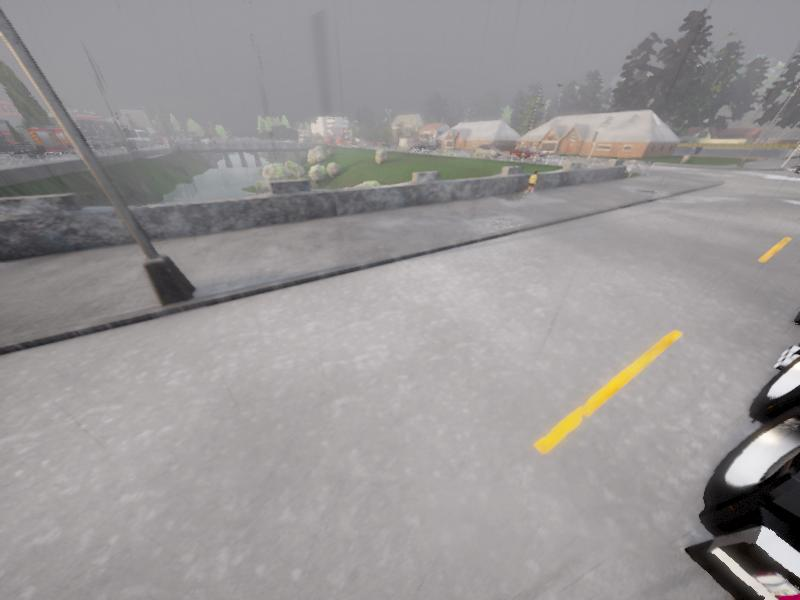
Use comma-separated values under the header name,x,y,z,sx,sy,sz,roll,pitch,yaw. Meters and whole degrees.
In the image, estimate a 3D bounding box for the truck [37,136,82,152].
name,x,y,z,sx,sy,sz,roll,pitch,yaw
truck,-66.912,-30.903,45.595,2.627,2.467,5.204,-17,39,-24

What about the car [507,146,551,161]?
name,x,y,z,sx,sy,sz,roll,pitch,yaw
car,17.743,-20.436,32.198,1.882,1.535,5.008,-17,38,-23

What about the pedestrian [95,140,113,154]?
name,x,y,z,sx,sy,sz,roll,pitch,yaw
pedestrian,-45.516,-23.581,35.597,0.751,1.860,0.751,-14,37,-20

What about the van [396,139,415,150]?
name,x,y,z,sx,sy,sz,roll,pitch,yaw
van,1.325,-42.379,62.789,2.351,2.431,6.366,-17,39,-24

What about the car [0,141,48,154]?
name,x,y,z,sx,sy,sz,roll,pitch,yaw
car,-61.497,-24.986,37.874,1.930,1.638,5.238,-17,39,-24

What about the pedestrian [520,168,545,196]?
name,x,y,z,sx,sy,sz,roll,pitch,yaw
pedestrian,6.151,-5.483,10.758,0.500,1.100,0.500,-18,39,-24

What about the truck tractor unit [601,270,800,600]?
name,x,y,z,sx,sy,sz,roll,pitch,yaw
truck tractor unit,5.120,-0.290,0.773,6.516,4.208,3.053,-18,39,-24

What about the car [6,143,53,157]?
name,x,y,z,sx,sy,sz,roll,pitch,yaw
car,-54.157,-22.055,33.877,1.816,1.474,4.193,-17,39,-24

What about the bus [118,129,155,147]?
name,x,y,z,sx,sy,sz,roll,pitch,yaw
bus,-79.456,-49.104,70.062,3.944,4.253,10.273,-17,39,-24

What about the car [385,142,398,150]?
name,x,y,z,sx,sy,sz,roll,pitch,yaw
car,-2.359,-41.134,61.683,1.851,1.617,3.988,-17,39,-24

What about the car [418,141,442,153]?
name,x,y,z,sx,sy,sz,roll,pitch,yaw
car,6.212,-32.488,48.960,2.150,2.045,5.566,-17,38,-24

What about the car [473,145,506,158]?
name,x,y,z,sx,sy,sz,roll,pitch,yaw
car,14.289,-23.954,37.229,2.007,1.525,4.514,-17,39,-24

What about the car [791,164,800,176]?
name,x,y,z,sx,sy,sz,roll,pitch,yaw
car,35.504,-11.267,19.344,4.181,1.385,1.994,-17,39,-24

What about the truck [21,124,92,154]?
name,x,y,z,sx,sy,sz,roll,pitch,yaw
truck,-58.773,-27.787,40.007,2.891,3.827,8.468,-17,39,-24
